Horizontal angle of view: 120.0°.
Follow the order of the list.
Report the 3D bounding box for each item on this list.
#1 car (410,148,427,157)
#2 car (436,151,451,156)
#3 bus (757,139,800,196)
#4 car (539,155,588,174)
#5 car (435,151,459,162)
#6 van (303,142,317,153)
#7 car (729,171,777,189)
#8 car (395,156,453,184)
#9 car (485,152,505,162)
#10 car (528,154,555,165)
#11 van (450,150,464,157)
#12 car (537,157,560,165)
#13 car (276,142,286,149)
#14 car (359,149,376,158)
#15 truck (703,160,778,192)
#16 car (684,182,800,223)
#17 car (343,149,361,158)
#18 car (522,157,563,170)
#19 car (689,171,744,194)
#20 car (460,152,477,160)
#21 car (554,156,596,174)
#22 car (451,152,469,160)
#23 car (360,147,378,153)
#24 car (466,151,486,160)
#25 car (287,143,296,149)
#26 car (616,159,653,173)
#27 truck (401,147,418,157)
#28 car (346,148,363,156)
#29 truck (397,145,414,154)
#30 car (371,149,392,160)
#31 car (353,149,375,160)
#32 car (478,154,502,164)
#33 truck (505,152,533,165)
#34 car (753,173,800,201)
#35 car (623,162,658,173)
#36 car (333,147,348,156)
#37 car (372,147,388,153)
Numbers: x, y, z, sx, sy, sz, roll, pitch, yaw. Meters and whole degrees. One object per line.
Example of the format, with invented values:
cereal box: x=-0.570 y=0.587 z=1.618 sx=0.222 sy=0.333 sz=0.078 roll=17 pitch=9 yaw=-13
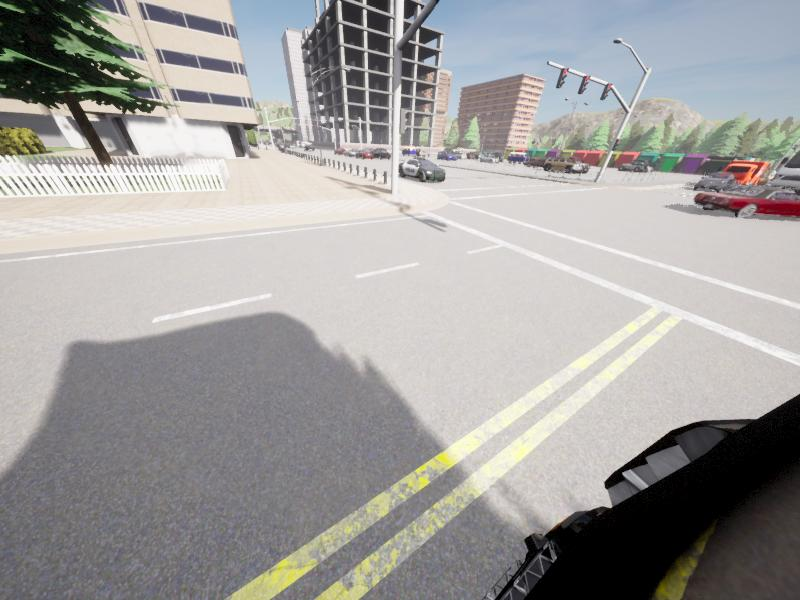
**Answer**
car: x=4.721 y=-38.174 z=59.803 sx=1.932 sy=1.855 sz=4.605 roll=-16 pitch=38 yaw=-26
car: x=15.900 y=-53.178 z=83.828 sx=4.902 sy=1.511 sz=2.128 roll=-16 pitch=38 yaw=-26
bus: x=41.126 y=-12.842 z=22.593 sx=10.273 sy=4.253 sz=3.944 roll=-15 pitch=38 yaw=-25
car: x=21.671 y=-18.103 z=30.886 sx=1.932 sy=1.855 sz=4.605 roll=-16 pitch=38 yaw=-26
car: x=9.754 y=-29.812 z=47.907 sx=2.242 sy=1.667 sz=4.611 roll=-16 pitch=38 yaw=-26
van: x=-23.198 y=-39.239 z=59.402 sx=2.069 sy=2.038 sz=4.480 roll=-16 pitch=38 yaw=-26
car: x=40.605 y=-13.887 z=26.543 sx=5.366 sy=1.575 sz=1.801 roll=-15 pitch=37 yaw=-25
car: x=1.726 y=-10.473 z=18.462 sx=2.038 sy=1.542 sz=4.974 roll=-15 pitch=38 yaw=-25
car: x=22.154 y=-33.447 z=54.031 sx=1.905 sy=1.878 sz=3.866 roll=-16 pitch=38 yaw=-26
car: x=32.428 y=-32.324 z=53.124 sx=1.932 sy=1.855 sz=4.605 roll=-16 pitch=38 yaw=-26
van: x=20.390 y=-52.473 z=82.577 sx=4.480 sy=2.038 sz=2.069 roll=-16 pitch=38 yaw=-26
car: x=34.959 y=-32.827 z=54.457 sx=1.784 sy=1.438 sz=3.905 roll=-16 pitch=38 yaw=-26
car: x=-39.397 y=-51.242 z=76.581 sx=2.033 sy=1.649 sz=4.856 roll=-16 pitch=38 yaw=-26
car: x=-6.824 y=-30.487 z=48.017 sx=1.812 sy=1.442 sz=4.674 roll=-16 pitch=38 yaw=-26
truck: x=34.087 y=-12.521 z=23.181 sx=5.204 sy=2.467 sz=2.627 roll=-15 pitch=38 yaw=-25
car: x=17.828 y=-4.788 z=11.352 sx=4.718 sy=1.301 sz=1.895 roll=6 pitch=34 yaw=4
car: x=-9.701 y=-29.416 z=46.318 sx=1.895 sy=1.301 sz=4.718 roll=-16 pitch=38 yaw=-26
car: x=23.336 y=-22.458 z=37.998 sx=2.033 sy=1.415 sz=5.357 roll=-16 pitch=38 yaw=-26
car: x=28.131 y=-10.514 z=20.552 sx=3.633 sy=1.501 sz=1.845 roll=-15 pitch=38 yaw=-25
car: x=17.807 y=-37.591 z=60.312 sx=1.784 sy=1.438 sz=3.905 roll=-16 pitch=38 yaw=-26
car: x=24.204 y=-18.784 z=32.111 sx=1.905 sy=1.878 sz=3.866 roll=-16 pitch=38 yaw=-26
car: x=15.299 y=-36.855 z=59.068 sx=1.970 sy=1.475 sz=3.806 roll=-16 pitch=38 yaw=-26
car: x=-10.339 y=-50.117 z=77.157 sx=5.357 sy=1.411 sz=2.033 roll=-16 pitch=38 yaw=-26
car: x=20.115 y=-38.450 z=61.402 sx=1.932 sy=1.855 sz=4.605 roll=-16 pitch=38 yaw=-26
car: x=-37.253 y=-52.924 z=79.384 sx=1.851 sy=1.617 sz=3.988 roll=-16 pitch=38 yaw=-26
car: x=41.178 y=-23.617 z=40.691 sx=1.905 sy=1.878 sz=3.866 roll=-16 pitch=38 yaw=-26
truck: x=2.253 y=-37.507 z=58.439 sx=2.069 sy=2.038 sz=4.478 roll=-16 pitch=38 yaw=-26
car: x=-10.462 y=-34.072 z=53.180 sx=2.033 sy=1.411 sz=5.357 roll=-16 pitch=38 yaw=-26
truck: x=1.873 y=-54.040 z=83.117 sx=5.204 sy=2.467 sz=2.627 roll=-16 pitch=38 yaw=-26
car: x=-3.570 y=-27.313 z=43.404 sx=1.882 sy=1.535 sz=5.008 roll=-16 pitch=38 yaw=-26
car: x=-6.503 y=-26.332 z=41.752 sx=2.163 sy=1.488 sz=4.792 roll=-16 pitch=38 yaw=-26
car: x=17.831 y=-27.932 z=45.828 sx=1.970 sy=1.475 sz=3.806 roll=-16 pitch=38 yaw=-26
truck: x=25.345 y=-30.358 z=49.449 sx=2.069 sy=2.038 sz=4.478 roll=-16 pitch=38 yaw=-26
car: x=32.372 y=-9.507 z=19.278 sx=5.027 sy=1.651 sz=2.152 roll=-16 pitch=38 yaw=-26
car: x=43.680 y=-24.122 z=42.078 sx=1.970 sy=1.475 sz=3.806 roll=-16 pitch=38 yaw=-26
car: x=-13.198 y=-32.935 z=51.214 sx=1.812 sy=1.442 sz=4.674 roll=-16 pitch=38 yaw=-26
car: x=-6.628 y=-49.055 z=75.596 sx=4.892 sy=1.490 sz=1.837 roll=-16 pitch=38 yaw=-26
